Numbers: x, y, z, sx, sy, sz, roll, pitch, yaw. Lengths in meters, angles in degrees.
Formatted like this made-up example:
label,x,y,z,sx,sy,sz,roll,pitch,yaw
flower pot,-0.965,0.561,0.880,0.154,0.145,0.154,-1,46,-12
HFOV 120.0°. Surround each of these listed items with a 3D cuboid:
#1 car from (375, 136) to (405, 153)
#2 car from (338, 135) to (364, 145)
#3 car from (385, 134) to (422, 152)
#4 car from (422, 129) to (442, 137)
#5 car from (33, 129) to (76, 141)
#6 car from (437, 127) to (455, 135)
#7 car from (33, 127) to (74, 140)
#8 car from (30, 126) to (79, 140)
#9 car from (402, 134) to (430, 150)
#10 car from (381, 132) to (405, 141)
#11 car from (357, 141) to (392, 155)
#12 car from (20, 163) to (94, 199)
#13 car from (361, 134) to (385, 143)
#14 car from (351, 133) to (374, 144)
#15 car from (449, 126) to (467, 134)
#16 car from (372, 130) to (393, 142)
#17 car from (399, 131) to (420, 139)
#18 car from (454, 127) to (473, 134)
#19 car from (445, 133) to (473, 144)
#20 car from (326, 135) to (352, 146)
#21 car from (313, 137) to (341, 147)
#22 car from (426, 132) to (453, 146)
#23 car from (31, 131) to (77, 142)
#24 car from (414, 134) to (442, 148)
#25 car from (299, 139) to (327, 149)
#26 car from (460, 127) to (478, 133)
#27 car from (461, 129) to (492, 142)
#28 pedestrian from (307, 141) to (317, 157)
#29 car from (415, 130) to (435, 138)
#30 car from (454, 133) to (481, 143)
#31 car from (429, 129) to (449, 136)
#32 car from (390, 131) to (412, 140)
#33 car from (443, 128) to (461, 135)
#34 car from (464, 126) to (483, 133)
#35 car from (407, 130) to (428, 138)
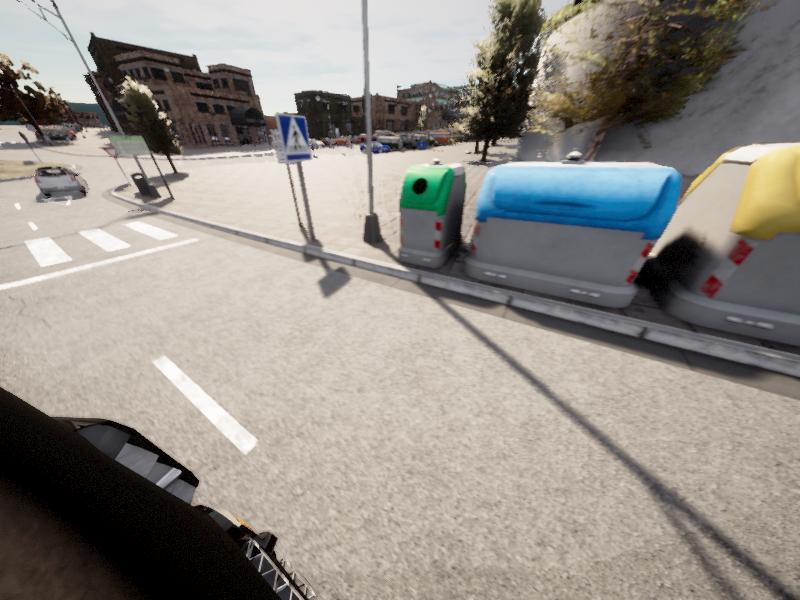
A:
label,x,y,z,sx,sy,sz,roll,pitch,yaw
car,-1.549,-24.890,36.937,4.442,1.987,1.878,18,42,22
car,-10.391,-34.089,49.254,4.792,1.488,2.163,16,41,22
car,0.555,-26.227,38.507,5.566,2.045,2.435,18,43,22
car,8.823,-45.732,63.249,4.892,1.521,2.231,16,42,22
car,-71.310,-34.087,47.806,2.185,1.767,4.553,30,43,31
car,13.115,-48.394,66.262,4.553,1.767,2.185,16,41,22
car,-73.460,-35.273,49.071,1.878,1.987,4.442,30,43,31
car,-75.415,-36.512,50.555,2.435,2.045,5.566,30,43,31
car,2.714,-27.511,40.092,4.442,1.987,1.878,18,43,22
car,-1.673,-39.251,55.415,5.366,1.575,1.946,16,41,22
car,-3.888,-23.470,35.588,5.008,1.535,2.097,18,42,22
car,-21.423,-7.634,14.628,1.845,1.501,3.633,-29,45,-36
car,-6.103,-36.711,52.369,5.008,1.535,2.097,16,41,22
car,-8.210,-35.497,50.705,4.553,1.767,2.185,16,41,22
car,17.393,-50.942,69.362,4.553,1.767,2.185,16,41,22
car,-4.081,-38.211,53.833,4.442,1.987,1.878,16,41,22
car,2.446,-41.844,58.605,4.792,1.488,2.163,16,41,22
car,19.520,-52.119,71.005,5.008,1.535,2.097,16,41,22
car,11.765,-32.437,46.361,4.892,1.521,2.231,18,43,22
car,-12.474,-32.894,47.566,4.553,1.767,2.185,16,41,22
car,-14.599,-31.474,46.095,4.792,1.488,2.163,15,41,22
car,7.398,-30.012,43.090,4.442,1.987,1.878,18,42,22
car,-69.285,-32.806,46.439,2.231,1.521,4.892,29,43,31
car,5.032,-28.693,41.666,4.553,1.767,2.185,18,42,22
car,-16.756,-30.169,44.539,4.674,1.452,2.002,15,41,21
car,21.654,-53.383,72.568,5.008,1.535,2.097,16,41,22
car,16.233,-35.227,49.321,5.566,2.045,2.435,18,42,21
pedestrian,-12.321,-21.199,32.445,0.751,1.860,0.751,-23,43,-32
car,6.688,-44.449,61.702,4.892,1.521,2.231,16,42,22
car,14.012,-33.707,47.932,4.792,1.488,2.163,18,42,22
car,10.959,-47.020,64.800,5.008,1.535,2.097,16,42,22
car,0.283,-40.590,57.048,5.008,1.535,2.097,16,41,22
car,15.234,-49.555,67.933,4.674,1.452,2.002,16,41,22
car,23.641,-54.688,74.191,5.366,1.575,1.946,16,41,22
car,4.546,-43.168,60.157,5.008,1.535,2.097,16,41,22
